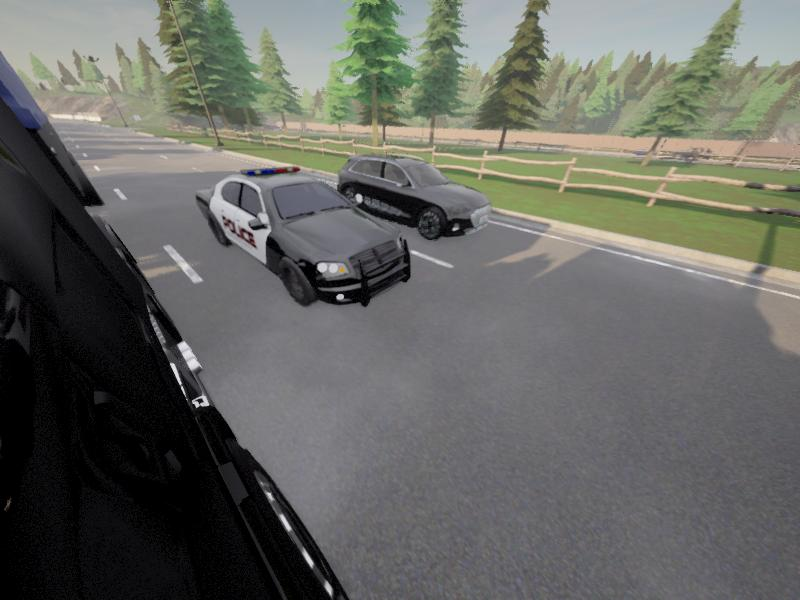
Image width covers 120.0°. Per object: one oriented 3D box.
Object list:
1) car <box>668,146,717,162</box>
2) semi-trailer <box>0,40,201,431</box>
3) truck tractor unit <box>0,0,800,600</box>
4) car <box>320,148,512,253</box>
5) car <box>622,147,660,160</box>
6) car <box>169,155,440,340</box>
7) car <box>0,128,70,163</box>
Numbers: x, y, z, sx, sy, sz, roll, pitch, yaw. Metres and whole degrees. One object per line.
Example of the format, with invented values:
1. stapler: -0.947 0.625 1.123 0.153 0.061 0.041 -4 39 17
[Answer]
1. car: 49.076 -24.692 38.900 4.605 1.855 1.932 28 43 30
2. semi-trailer: -8.692 -3.594 4.257 14.254 4.402 2.717 28 43 30
3. truck tractor unit: -2.645 -0.295 0.351 6.516 4.208 3.053 28 44 30
4. car: 0.163 -3.164 6.623 4.856 1.649 2.033 28 43 30
5. car: 39.458 -24.149 37.949 4.181 1.385 1.994 28 43 30
6. car: -2.011 -1.567 4.390 4.974 1.542 2.038 28 43 30
7. car: -21.221 -8.991 13.318 4.181 1.385 1.994 28 43 30
